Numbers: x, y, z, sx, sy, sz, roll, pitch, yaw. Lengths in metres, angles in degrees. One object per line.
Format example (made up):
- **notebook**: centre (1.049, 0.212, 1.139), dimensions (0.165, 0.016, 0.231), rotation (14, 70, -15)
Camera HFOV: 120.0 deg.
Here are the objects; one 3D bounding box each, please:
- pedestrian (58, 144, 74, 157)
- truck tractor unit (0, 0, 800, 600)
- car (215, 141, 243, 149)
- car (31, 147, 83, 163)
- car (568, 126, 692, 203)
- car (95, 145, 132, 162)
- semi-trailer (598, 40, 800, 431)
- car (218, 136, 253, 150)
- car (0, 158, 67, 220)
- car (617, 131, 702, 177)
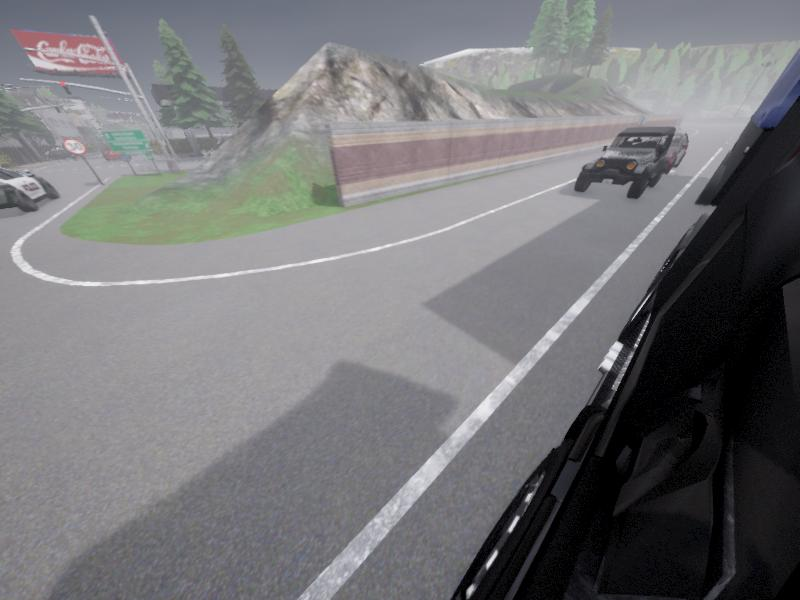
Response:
- **pedestrian**: centre (-61.064, -27.380, 42.256), dimensions (0.751, 1.860, 0.751), rotation (24, 44, 31)
- **truck tractor unit**: centre (2.645, -0.295, 0.351), dimensions (6.516, 4.208, 3.053), rotation (-28, 44, -30)
- **car**: centre (-38.695, -35.142, 52.358), dimensions (4.718, 1.301, 1.895), rotation (-28, 43, -30)
- **car**: centre (-58.843, -25.056, 39.769), dimensions (1.837, 1.490, 4.892), rotation (21, 46, 26)
- **car**: centre (8.263, -5.039, 8.351), dimensions (3.866, 1.878, 1.905), rotation (-28, 43, -30)
- **car**: centre (-38.748, -19.954, 31.411), dimensions (2.242, 1.667, 4.611), rotation (-27, 43, -31)
- **semi-trailer**: centre (8.681, -3.602, 4.264), dimensions (14.254, 4.402, 2.717), rotation (-28, 44, -30)
- **car**: centre (-35.829, -34.229, 50.314), dimensions (5.566, 2.045, 2.150), rotation (-28, 44, -31)
- **car**: centre (-15.589, -4.306, 8.850), dimensions (2.038, 1.542, 4.974), rotation (-28, 43, -30)
- **car**: centre (12.785, -7.299, 11.389), dimensions (3.705, 1.549, 1.789), rotation (-28, 43, -30)
